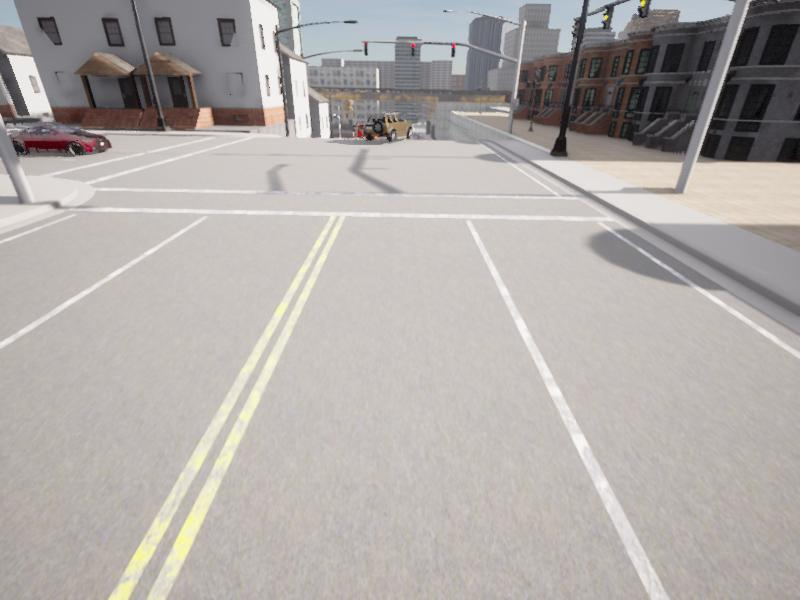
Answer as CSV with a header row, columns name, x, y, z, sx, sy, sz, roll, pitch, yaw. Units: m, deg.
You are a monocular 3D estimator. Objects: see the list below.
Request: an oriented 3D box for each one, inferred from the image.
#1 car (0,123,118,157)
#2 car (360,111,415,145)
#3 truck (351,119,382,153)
name,x,y,z,sx,sy,sz,roll,pitch,yaw
car,-17.096,-8.050,20.092,4.181,1.385,1.994,-1,27,-4
car,-0.757,-12.030,27.766,1.932,1.855,4.605,13,29,21
truck,-3.254,-16.411,40.350,2.627,2.467,5.204,0,14,0
